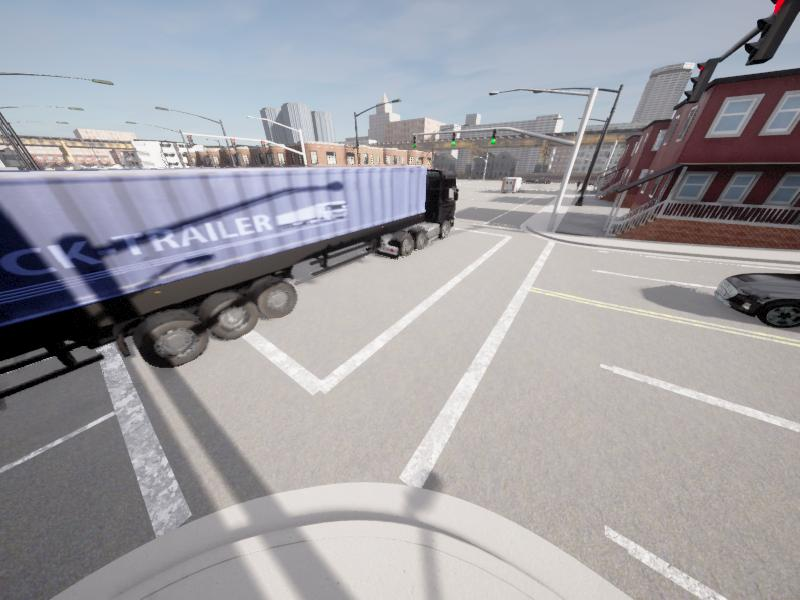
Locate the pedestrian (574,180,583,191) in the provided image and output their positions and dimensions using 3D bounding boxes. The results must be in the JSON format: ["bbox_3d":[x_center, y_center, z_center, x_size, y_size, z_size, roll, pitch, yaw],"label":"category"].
[{"bbox_3d":[33.448,-21.511,43.345,0.751,1.860,0.751,20,35,30],"label":"pedestrian"}]

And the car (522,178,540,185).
[{"bbox_3d":[35.273,-32.114,62.369,3.705,1.549,1.789,20,36,31],"label":"car"}]

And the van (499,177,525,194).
[{"bbox_3d":[20.517,-20.931,42.126,2.351,2.431,6.366,20,36,31],"label":"van"}]

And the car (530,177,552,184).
[{"bbox_3d":[38.910,-32.921,63.827,4.892,1.490,1.837,20,36,31],"label":"car"}]

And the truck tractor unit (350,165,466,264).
[{"bbox_3d":[0.798,-5.401,13.424,3.053,4.208,6.516,20,36,31],"label":"truck tractor unit"}]

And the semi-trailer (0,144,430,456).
[{"bbox_3d":[-3.898,-2.297,7.859,2.717,4.402,14.254,20,36,31],"label":"semi-trailer"}]

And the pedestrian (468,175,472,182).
[{"bbox_3d":[21.985,-38.261,72.661,0.751,1.860,0.751,16,34,25],"label":"pedestrian"}]

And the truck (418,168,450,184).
[{"bbox_3d":[9.725,-36.000,66.829,8.468,3.827,2.891,20,36,31],"label":"truck"}]

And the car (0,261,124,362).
[{"bbox_3d":[-10.837,0.703,5.551,2.038,1.542,4.974,21,36,31],"label":"car"}]

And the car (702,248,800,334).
[{"bbox_3d":[12.056,0.004,5.797,4.856,1.649,2.033,15,33,33],"label":"car"}]
